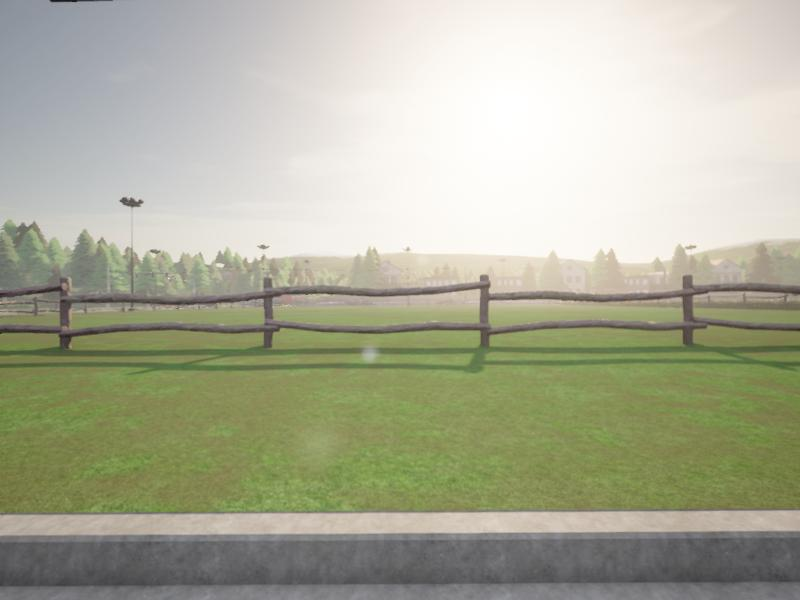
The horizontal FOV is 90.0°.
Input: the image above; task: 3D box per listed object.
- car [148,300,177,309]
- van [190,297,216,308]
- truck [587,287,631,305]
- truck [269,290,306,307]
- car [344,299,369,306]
[{"bbox_3d":[-43.156,0.764,72.800,1.882,1.535,5.008,0,0,9],"label":"car"},{"bbox_3d":[-35.980,0.472,73.234,2.069,2.038,4.480,0,0,9],"label":"van"},{"bbox_3d":[47.867,-0.883,91.762,8.468,3.827,2.891,0,0,0],"label":"truck"},{"bbox_3d":[-26.601,-0.402,94.999,8.468,3.827,2.891,0,0,-14],"label":"truck"},{"bbox_3d":[-9.633,0.562,88.568,5.238,1.638,1.930,0,0,0],"label":"car"}]
